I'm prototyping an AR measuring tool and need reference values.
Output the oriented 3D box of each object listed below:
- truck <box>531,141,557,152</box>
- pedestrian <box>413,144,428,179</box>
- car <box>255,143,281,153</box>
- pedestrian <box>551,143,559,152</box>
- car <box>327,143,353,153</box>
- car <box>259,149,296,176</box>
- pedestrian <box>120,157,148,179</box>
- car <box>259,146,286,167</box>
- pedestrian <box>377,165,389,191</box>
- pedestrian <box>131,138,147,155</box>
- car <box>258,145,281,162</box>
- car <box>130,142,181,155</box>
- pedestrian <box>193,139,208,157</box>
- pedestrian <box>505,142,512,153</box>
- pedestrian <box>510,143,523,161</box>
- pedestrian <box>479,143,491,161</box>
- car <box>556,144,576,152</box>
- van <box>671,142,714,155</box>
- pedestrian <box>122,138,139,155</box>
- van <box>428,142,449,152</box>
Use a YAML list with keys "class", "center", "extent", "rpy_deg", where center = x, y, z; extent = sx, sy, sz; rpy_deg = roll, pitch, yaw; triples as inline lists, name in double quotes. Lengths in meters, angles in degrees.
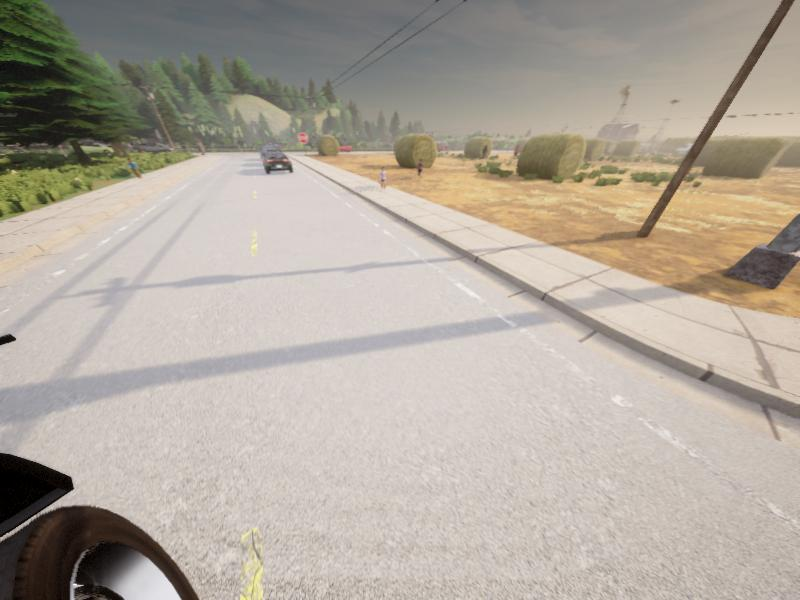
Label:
- class: "truck"
  center: [38.637, -41.240, 62.009]
  extent: [5.204, 2.467, 2.627]
  rpy_deg: [-14, 37, -20]
- class: "pedestrian"
  center: [1.295, -8.823, 14.783]
  extent: [0.751, 1.860, 0.751]
  rpy_deg: [-2, 35, -4]
- class: "car"
  center: [-23.808, -27.499, 41.850]
  extent: [3.806, 1.475, 1.970]
  rpy_deg: [-14, 38, -20]
- class: "pedestrian"
  center: [37.380, -36.768, 55.763]
  extent: [0.751, 1.860, 0.751]
  rpy_deg: [-3, 35, -6]
- class: "car"
  center: [-11.940, -30.473, 46.320]
  extent: [4.514, 1.525, 2.007]
  rpy_deg: [-14, 37, -20]
- class: "car"
  center: [-10.089, -11.334, 18.813]
  extent: [2.038, 1.542, 4.974]
  rpy_deg: [-16, 38, -22]
- class: "pedestrian"
  center: [-15.813, -7.862, 13.762]
  extent: [0.500, 1.100, 0.500]
  rpy_deg: [-9, 36, -13]
- class: "car"
  center: [-13.177, -14.808, 23.757]
  extent: [1.882, 1.535, 5.008]
  rpy_deg: [-16, 38, -22]
- class: "pedestrian"
  center: [-0.856, -6.073, 11.475]
  extent: [0.500, 1.100, 0.500]
  rpy_deg: [-7, 35, -11]
- class: "pedestrian"
  center: [-34.953, -20.553, 30.959]
  extent: [0.751, 1.860, 0.751]
  rpy_deg: [-28, 44, -35]
- class: "car"
  center: [-16.335, -18.345, 28.806]
  extent: [2.007, 1.525, 4.514]
  rpy_deg: [-16, 38, -22]
- class: "car"
  center: [-35.883, -22.298, 34.062]
  extent: [4.514, 1.525, 2.007]
  rpy_deg: [-13, 37, -19]
- class: "pedestrian"
  center: [-26.002, -19.804, 30.117]
  extent: [0.751, 1.860, 0.751]
  rpy_deg: [28, 43, 33]
- class: "pedestrian"
  center: [24.351, -34.228, 51.844]
  extent: [0.751, 1.860, 0.751]
  rpy_deg: [-27, 44, -34]
- class: "pedestrian"
  center: [15.365, -19.533, 30.483]
  extent: [0.751, 1.860, 0.751]
  rpy_deg: [-18, 39, -25]
- class: "pedestrian"
  center: [10.608, -18.446, 28.822]
  extent: [0.751, 1.860, 0.751]
  rpy_deg: [-3, 35, -6]
- class: "car"
  center: [46.961, -43.028, 65.351]
  extent: [4.553, 1.767, 2.097]
  rpy_deg: [-14, 37, -20]
- class: "van"
  center: [74.308, -38.586, 58.846]
  extent: [1.988, 2.561, 5.915]
  rpy_deg: [-16, 38, -22]
- class: "pedestrian"
  center: [-35.537, -20.214, 30.460]
  extent: [0.751, 1.860, 0.751]
  rpy_deg: [-28, 44, -35]
- class: "van"
  center: [9.077, -35.883, 54.133]
  extent: [4.442, 1.987, 1.775]
  rpy_deg: [-14, 37, -20]
